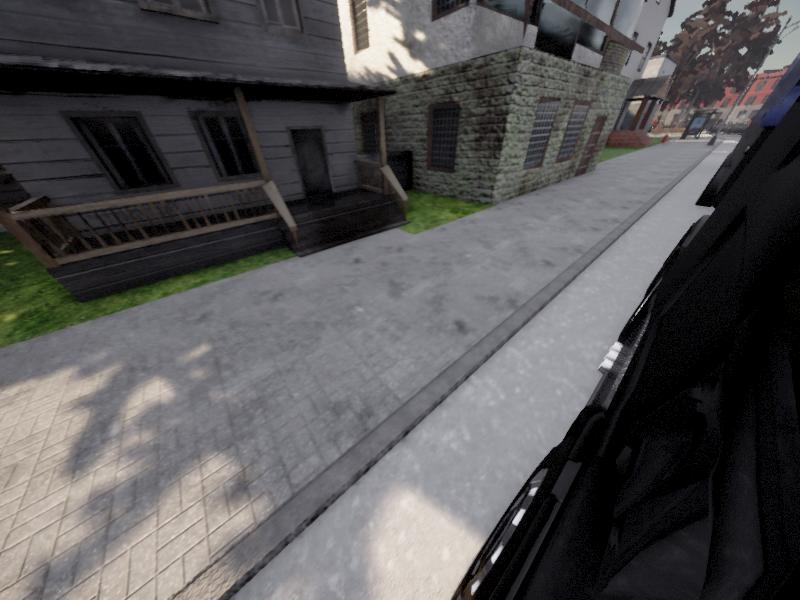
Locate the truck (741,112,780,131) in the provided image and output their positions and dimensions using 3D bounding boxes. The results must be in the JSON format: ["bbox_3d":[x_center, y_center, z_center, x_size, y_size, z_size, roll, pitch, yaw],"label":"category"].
[{"bbox_3d":[62.792,-31.160,40.360,5.204,2.467,2.627,-28,44,-30],"label":"truck"}]

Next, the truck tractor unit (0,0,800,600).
[{"bbox_3d":[2.645,-0.295,0.351,6.516,4.208,3.053,-28,44,-30],"label":"truck tractor unit"}]

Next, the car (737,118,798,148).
[{"bbox_3d":[31.192,-14.303,19.727,4.605,1.855,1.932,-27,43,-30],"label":"car"}]

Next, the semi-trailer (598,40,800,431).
[{"bbox_3d":[8.703,-3.575,4.263,14.254,4.402,2.717,-28,44,-30],"label":"semi-trailer"}]

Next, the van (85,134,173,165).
[{"bbox_3d":[-30.605,-17.393,26.542,5.915,2.561,1.988,-27,43,-30],"label":"van"}]

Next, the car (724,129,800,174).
[{"bbox_3d":[18.859,-7.709,11.768,4.902,1.511,2.128,-28,43,-30],"label":"car"}]

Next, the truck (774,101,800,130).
[{"bbox_3d":[69.313,-32.018,40.044,8.468,3.827,2.891,-28,44,-30],"label":"truck"}]

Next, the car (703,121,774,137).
[{"bbox_3d":[44.536,-22.637,30.617,4.892,1.490,1.837,18,42,26],"label":"car"}]
